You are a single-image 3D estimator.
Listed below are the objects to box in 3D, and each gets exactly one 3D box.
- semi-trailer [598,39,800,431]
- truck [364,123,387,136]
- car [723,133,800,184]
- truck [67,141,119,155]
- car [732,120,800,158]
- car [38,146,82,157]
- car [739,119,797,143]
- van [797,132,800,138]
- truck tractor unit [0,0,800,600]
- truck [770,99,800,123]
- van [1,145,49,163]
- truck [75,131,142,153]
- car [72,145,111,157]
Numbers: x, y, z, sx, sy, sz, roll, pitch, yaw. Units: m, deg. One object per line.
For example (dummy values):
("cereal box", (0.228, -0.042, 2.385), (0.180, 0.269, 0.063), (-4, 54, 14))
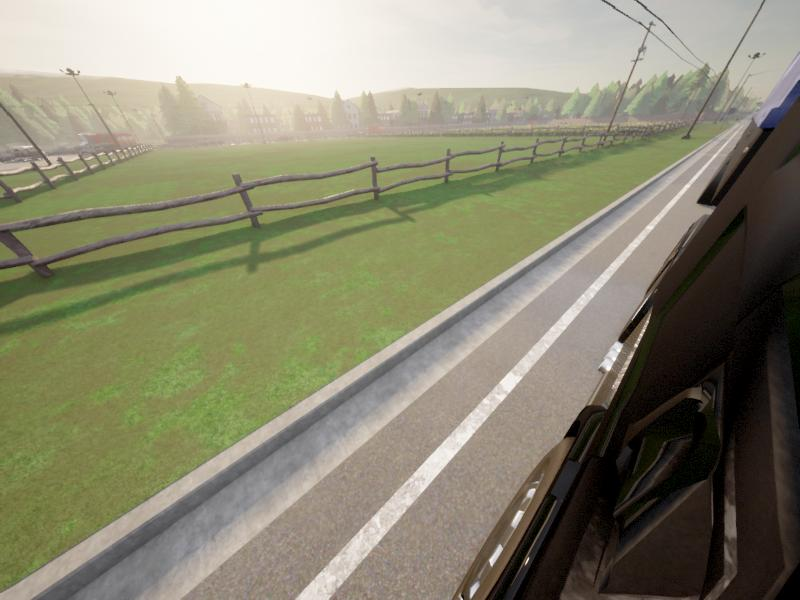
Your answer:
("semi-trailer", (8.691, -3.608, 4.239), (14.254, 4.402, 2.717), (-28, 44, -30))
("truck", (-9.573, -66.340, 89.825), (8.468, 3.827, 2.891), (-28, 43, -30))
("car", (15.679, -6.041, 9.648), (4.181, 1.385, 1.994), (-28, 44, -30))
("truck", (-66.597, -33.169, 50.343), (2.390, 2.098, 6.274), (6, 38, 11))
("car", (23.365, -10.231, 14.551), (5.027, 1.651, 2.152), (-28, 44, -30))
("car", (-73.643, -32.255, 50.188), (2.152, 1.651, 5.027), (2, 37, 6))
("car", (32.765, -15.164, 20.698), (4.792, 1.488, 2.163), (-28, 44, -30))
("van", (39.333, -16.149, 21.149), (4.480, 2.038, 2.069), (-28, 44, -30))
("truck tractor unit", (2.645, -0.295, 0.352), (6.516, 4.208, 3.053), (-28, 44, -30))
("truck", (85.960, -41.631, 50.918), (8.468, 3.827, 2.891), (-28, 44, -30))
("van", (-59.004, -23.133, 36.502), (2.069, 2.038, 4.480), (-25, 42, -27))
("truck", (-68.131, -37.189, 54.373), (2.891, 3.827, 8.468), (16, 40, 23))
("car", (-59.853, -29.067, 44.915), (2.242, 1.667, 4.611), (-12, 38, -12))
